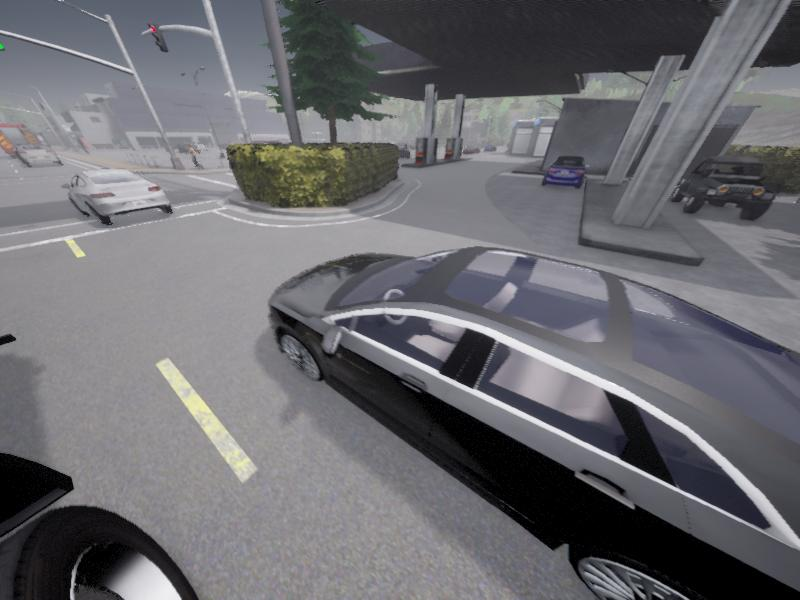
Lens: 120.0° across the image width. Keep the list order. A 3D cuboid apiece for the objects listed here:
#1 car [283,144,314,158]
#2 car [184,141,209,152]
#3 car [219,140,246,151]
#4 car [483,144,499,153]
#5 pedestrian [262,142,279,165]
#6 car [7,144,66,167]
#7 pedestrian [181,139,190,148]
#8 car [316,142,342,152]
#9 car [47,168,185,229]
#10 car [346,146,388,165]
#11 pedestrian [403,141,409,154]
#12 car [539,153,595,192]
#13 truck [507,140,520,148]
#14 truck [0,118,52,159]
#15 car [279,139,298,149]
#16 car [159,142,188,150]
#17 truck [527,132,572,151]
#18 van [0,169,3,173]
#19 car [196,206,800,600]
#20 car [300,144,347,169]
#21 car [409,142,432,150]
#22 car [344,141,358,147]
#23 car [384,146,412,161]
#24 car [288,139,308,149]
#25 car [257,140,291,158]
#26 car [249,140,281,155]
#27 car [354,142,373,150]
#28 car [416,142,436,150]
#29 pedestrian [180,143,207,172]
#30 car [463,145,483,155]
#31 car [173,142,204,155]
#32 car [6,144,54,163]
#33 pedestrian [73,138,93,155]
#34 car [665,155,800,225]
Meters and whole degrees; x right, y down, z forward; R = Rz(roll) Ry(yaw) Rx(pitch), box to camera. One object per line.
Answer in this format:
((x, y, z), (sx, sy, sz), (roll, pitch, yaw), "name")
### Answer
((-14.430, -21.308, 32.980), (3.806, 1.475, 1.970), (22, 40, 27), "car")
((-37.365, -28.230, 42.431), (3.806, 1.475, 1.970), (22, 40, 27), "car")
((-34.001, -31.425, 46.877), (5.027, 1.636, 2.152), (22, 40, 27), "car")
((19.749, -33.013, 50.218), (1.816, 1.474, 4.193), (22, 40, 28), "car")
((-12.651, -14.308, 22.633), (0.751, 1.860, 0.751), (21, 40, 27), "pedestrian")
((-34.067, -13.614, 21.643), (5.027, 1.651, 2.152), (22, 40, 27), "car")
((-52.934, -38.617, 56.922), (0.751, 1.860, 0.751), (20, 40, 26), "pedestrian")
((-13.809, -29.761, 44.927), (4.514, 1.523, 2.007), (22, 40, 27), "car")
((-10.006, -3.743, 8.121), (4.674, 1.442, 1.812), (17, 38, 28), "car")
((-3.780, -17.242, 27.402), (2.033, 1.649, 4.856), (22, 40, 28), "car")
((1.037, -25.775, 39.097), (0.751, 1.860, 0.751), (22, 40, 28), "pedestrian")
((10.913, -8.430, 15.042), (2.242, 1.667, 4.611), (22, 40, 27), "car")
((37.292, -51.257, 75.833), (2.390, 2.098, 6.274), (22, 40, 27), "truck")
((-47.871, -20.031, 28.756), (8.468, 3.827, 2.891), (22, 40, 28), "truck")
((-26.763, -37.518, 55.491), (3.866, 1.878, 1.905), (22, 40, 27), "car")
((-51.098, -34.833, 52.186), (1.816, 1.474, 4.193), (22, 40, 27), "car")
((37.537, -40.016, 58.306), (8.468, 3.827, 2.891), (21, 40, 27), "truck")
((-32.032, -10.478, 16.825), (4.480, 2.038, 2.069), (19, 39, 24), "van")
((0.623, 0.358, 2.206), (4.902, 1.511, 2.128), (21, 39, 29), "car")
((-7.461, -14.322, 22.978), (1.905, 1.878, 3.866), (22, 40, 28), "car")
((4.907, -37.494, 56.167), (5.027, 1.636, 2.152), (22, 40, 27), "car")
((-14.835, -47.492, 70.329), (3.633, 1.501, 1.845), (22, 40, 27), "car")
((-0.173, -20.149, 31.707), (1.970, 1.475, 3.806), (22, 40, 28), "car")
((-25.459, -39.006, 57.659), (4.605, 1.855, 1.932), (22, 40, 27), "car")
((-16.813, -20.174, 30.848), (3.866, 1.878, 1.905), (22, 40, 27), "car")
((-21.442, -24.288, 36.710), (4.605, 1.855, 1.932), (22, 40, 27), "car")
((-8.122, -34.438, 51.681), (3.633, 1.501, 1.845), (22, 40, 27), "car")
((6.638, -38.982, 58.319), (4.514, 1.523, 2.007), (22, 40, 27), "car")
((-16.246, -11.266, 18.245), (0.751, 1.860, 0.751), (21, 40, 26), "pedestrian")
((13.500, -27.826, 42.862), (1.994, 1.385, 4.181), (22, 40, 28), "car")
((-33.624, -24.137, 36.742), (4.514, 1.523, 2.007), (22, 40, 27), "car")
((-40.329, -16.066, 25.166), (4.974, 1.542, 2.038), (22, 40, 28), "car")
((-41.998, -20.346, 30.659), (0.751, 1.860, 0.751), (24, 41, 30), "pedestrian")
((13.129, -4.665, 9.401), (1.905, 1.878, 3.866), (22, 40, 27), "car")
